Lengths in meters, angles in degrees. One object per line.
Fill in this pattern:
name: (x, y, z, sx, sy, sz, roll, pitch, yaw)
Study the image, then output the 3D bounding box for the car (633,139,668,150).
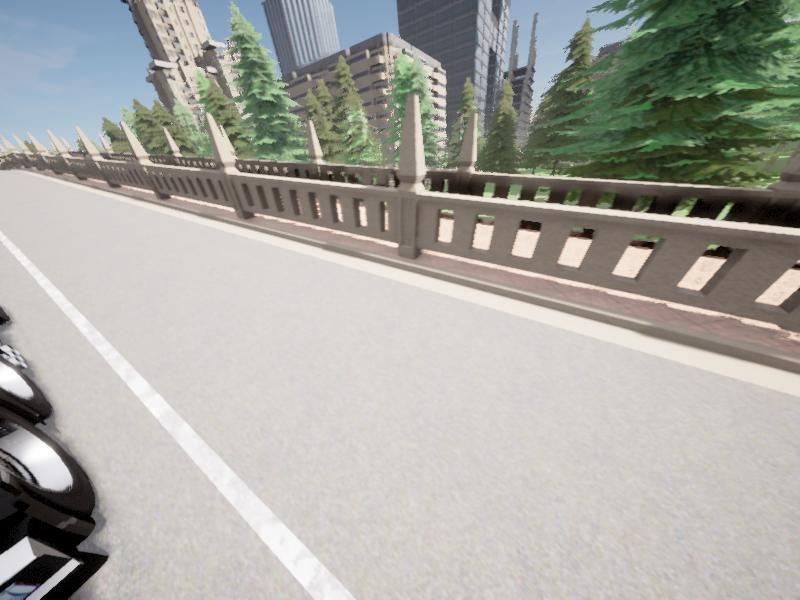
car: (61.889, -38.521, 57.205, 5.366, 1.575, 1.801, 12, 36, 28)

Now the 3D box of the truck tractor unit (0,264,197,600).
truck tractor unit: (-5.111, -0.300, 0.779, 6.516, 4.208, 3.053, 18, 39, 24)
